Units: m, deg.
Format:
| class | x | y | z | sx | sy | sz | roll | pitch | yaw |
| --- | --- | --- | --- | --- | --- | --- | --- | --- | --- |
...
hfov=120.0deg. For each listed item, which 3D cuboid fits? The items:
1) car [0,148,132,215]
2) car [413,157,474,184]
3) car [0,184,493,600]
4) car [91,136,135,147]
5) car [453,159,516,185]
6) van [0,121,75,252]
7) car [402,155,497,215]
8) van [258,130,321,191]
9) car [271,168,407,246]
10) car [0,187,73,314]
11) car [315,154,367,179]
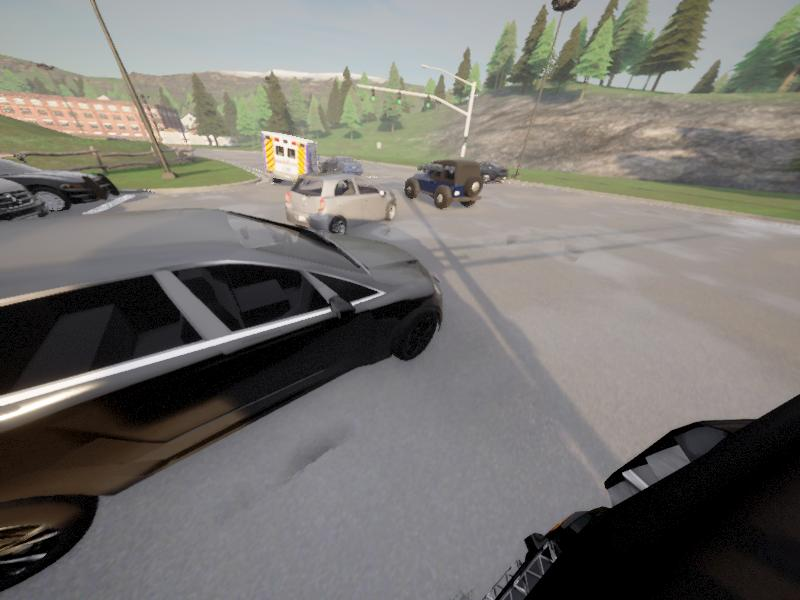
| class | x | y | z | sx | sy | sz | roll | pitch | yaw |
| --- | --- | --- | --- | --- | --- | --- | --- | --- | --- |
| car | -12.606 | -3.649 | 7.047 | 5.238 | 1.638 | 1.930 | -12 | 36 | -21 |
| car | 3.450 | -10.950 | 19.454 | 2.128 | 1.511 | 4.902 | -19 | 40 | -30 |
| car | -1.598 | 0.001 | 2.346 | 4.611 | 1.667 | 2.242 | -21 | 40 | -31 |
| car | -54.238 | -29.969 | 43.807 | 4.892 | 1.490 | 1.837 | -4 | 34 | -10 |
| car | 7.152 | -11.266 | 20.236 | 1.837 | 1.490 | 4.892 | -19 | 39 | -30 |
| van | -11.401 | -2.112 | 3.998 | 5.915 | 2.561 | 1.988 | -11 | 36 | -20 |
| car | 1.991 | -5.440 | 10.658 | 1.905 | 1.878 | 3.866 | -17 | 39 | -28 |
| van | -6.832 | -9.250 | 15.267 | 2.351 | 2.431 | 6.366 | 5 | 32 | -14 |
| car | -1.565 | -3.115 | 7.191 | 1.845 | 1.501 | 3.633 | 21 | 38 | 26 |
| car | -8.302 | -0.170 | 2.337 | 5.357 | 1.411 | 2.033 | -12 | 36 | -21 |
| car | -5.067 | -11.313 | 19.454 | 2.033 | 1.411 | 5.357 | -21 | 40 | -32 |
